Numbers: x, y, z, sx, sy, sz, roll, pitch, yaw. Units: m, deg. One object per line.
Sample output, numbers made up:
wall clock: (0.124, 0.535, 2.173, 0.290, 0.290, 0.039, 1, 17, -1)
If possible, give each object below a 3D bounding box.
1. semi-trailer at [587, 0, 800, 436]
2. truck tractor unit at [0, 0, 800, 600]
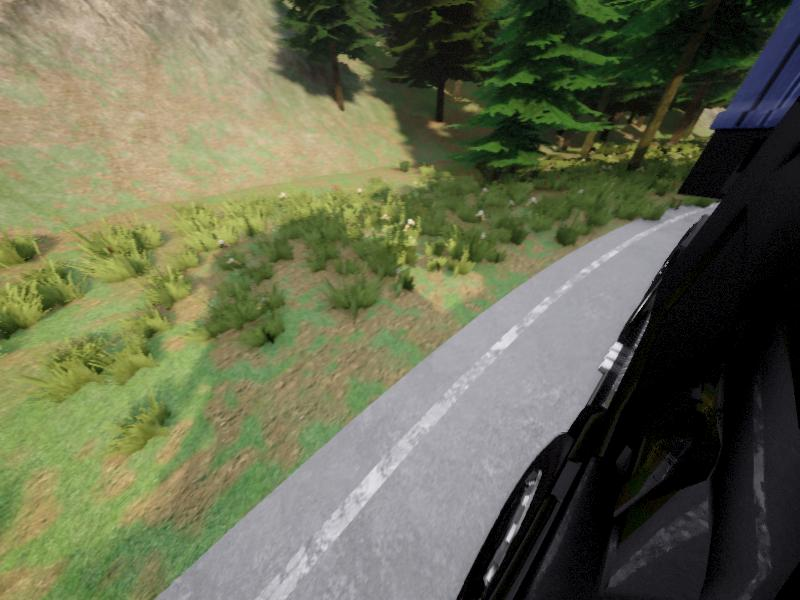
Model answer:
semi-trailer: (9.591, -2.766, 3.068, 14.254, 4.402, 2.717, -16, 38, -18)
truck tractor unit: (2.645, -0.295, 0.351, 6.516, 4.208, 3.053, -28, 44, -30)
